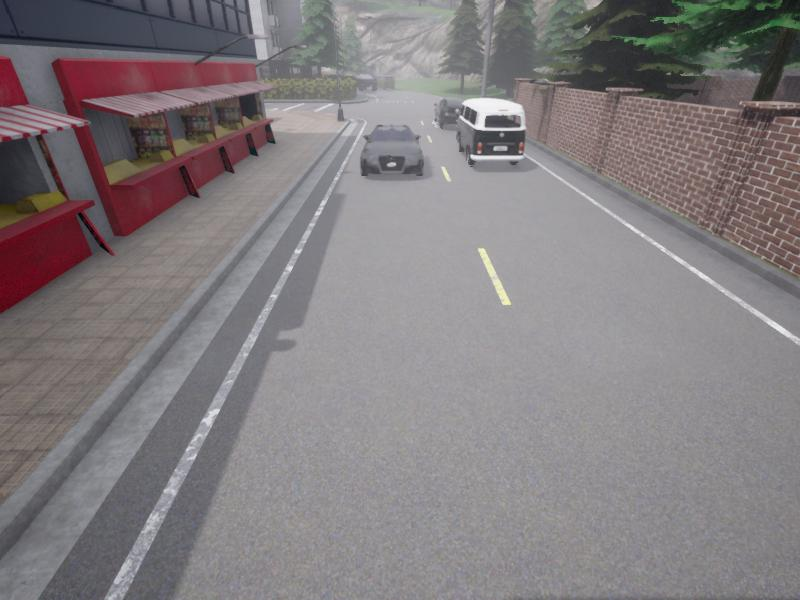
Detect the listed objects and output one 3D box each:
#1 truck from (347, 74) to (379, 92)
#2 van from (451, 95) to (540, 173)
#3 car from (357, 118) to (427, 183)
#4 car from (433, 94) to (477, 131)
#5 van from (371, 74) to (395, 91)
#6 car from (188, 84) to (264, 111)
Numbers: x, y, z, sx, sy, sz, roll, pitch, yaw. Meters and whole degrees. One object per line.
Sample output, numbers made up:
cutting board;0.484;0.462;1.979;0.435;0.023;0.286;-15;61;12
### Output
truck;-5.265;-30.913;56.877;2.390;2.098;6.274;-13;33;-22
van;3.227;-6.226;14.666;2.069;2.038;4.480;0;31;-1
car;-0.259;-5.181;13.535;1.994;1.385;4.181;0;30;0
car;3.122;-11.179;23.685;1.837;1.490;4.892;0;30;-1
van;-2.492;-32.004;58.860;1.775;1.987;4.442;-15;34;-24
car;-13.087;-15.422;30.425;4.611;1.667;2.242;-1;30;-2
